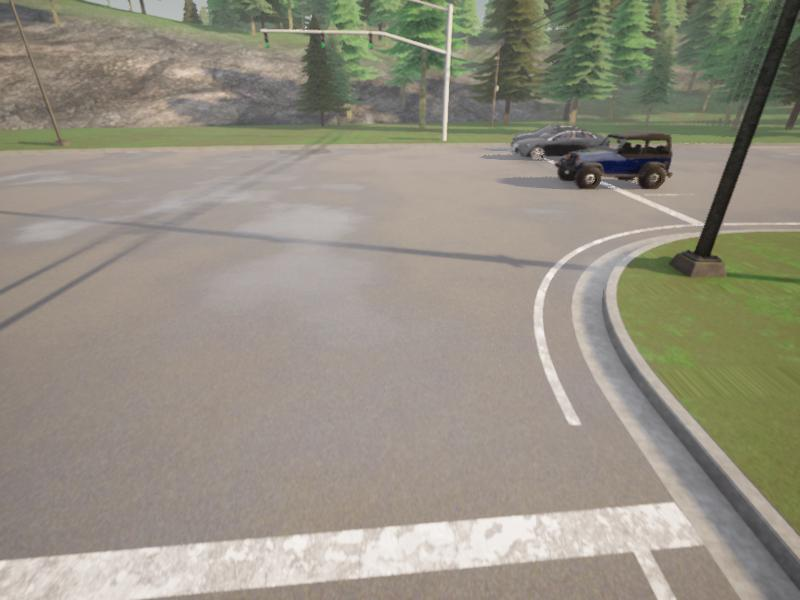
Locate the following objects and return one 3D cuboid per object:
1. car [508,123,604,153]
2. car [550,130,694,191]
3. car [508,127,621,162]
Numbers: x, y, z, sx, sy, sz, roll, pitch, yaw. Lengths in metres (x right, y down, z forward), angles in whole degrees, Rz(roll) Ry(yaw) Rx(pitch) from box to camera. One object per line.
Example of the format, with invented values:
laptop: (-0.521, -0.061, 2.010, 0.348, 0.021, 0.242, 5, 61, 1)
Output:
car: (9.306, -9.799, 24.178, 4.892, 1.490, 1.837, 0, 27, -1)
car: (7.942, -5.175, 14.700, 3.866, 1.878, 1.905, -1, 27, -2)
car: (8.472, -8.202, 21.035, 4.902, 1.511, 2.128, -1, 27, -1)
